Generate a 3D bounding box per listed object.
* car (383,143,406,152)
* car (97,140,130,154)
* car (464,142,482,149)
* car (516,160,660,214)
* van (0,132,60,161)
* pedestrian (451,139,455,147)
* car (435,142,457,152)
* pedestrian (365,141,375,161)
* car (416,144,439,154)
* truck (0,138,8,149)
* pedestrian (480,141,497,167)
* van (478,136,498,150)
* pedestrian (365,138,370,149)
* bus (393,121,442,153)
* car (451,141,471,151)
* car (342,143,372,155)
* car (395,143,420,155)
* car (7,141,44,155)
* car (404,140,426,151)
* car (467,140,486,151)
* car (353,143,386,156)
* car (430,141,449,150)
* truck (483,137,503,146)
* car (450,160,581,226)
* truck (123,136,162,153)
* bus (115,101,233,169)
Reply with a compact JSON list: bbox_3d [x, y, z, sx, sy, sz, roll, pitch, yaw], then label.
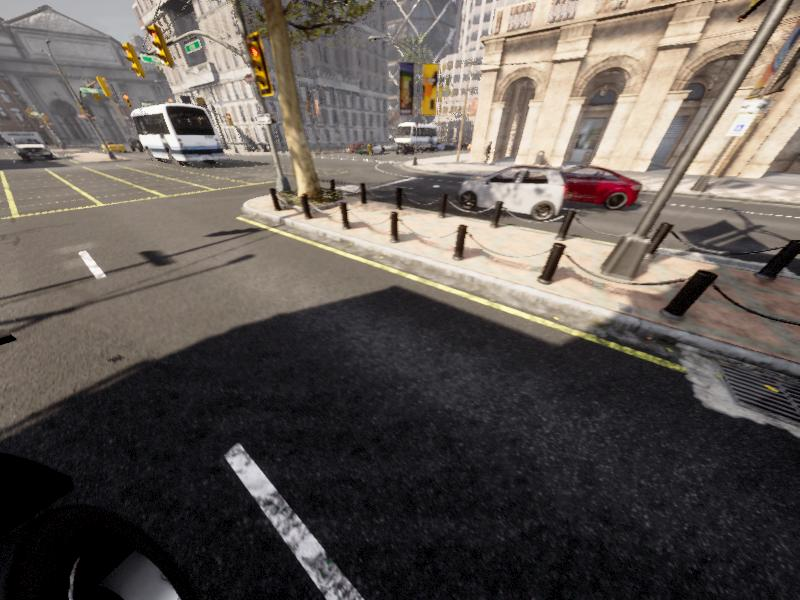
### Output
[{"bbox_3d":[-0.971,-28.673,43.375,1.895,1.301,4.718,22,41,28],"label":"car"},{"bbox_3d":[-43.882,-23.473,35.358,5.366,1.575,1.801,22,41,28],"label":"car"},{"bbox_3d":[17.453,-36.727,54.871,2.033,1.411,5.357,22,41,28],"label":"car"},{"bbox_3d":[7.515,-4.906,9.736,4.181,1.385,1.994,22,41,28],"label":"car"},{"bbox_3d":[-40.305,-16.731,25.110,6.366,2.431,2.351,22,41,28],"label":"van"},{"bbox_3d":[15.065,-44.712,65.709,0.751,1.860,0.751,21,40,27],"label":"pedestrian"},{"bbox_3d":[8.968,-29.789,44.965,2.033,1.411,5.357,22,41,28],"label":"car"},{"bbox_3d":[-3.408,-16.962,26.237,0.751,1.860,0.751,27,43,33],"label":"pedestrian"},{"bbox_3d":[4.859,-26.400,40.211,1.895,1.301,4.718,22,41,28],"label":"car"},{"bbox_3d":[-76.584,-28.136,41.199,6.274,2.098,2.390,-26,43,-32],"label":"truck"},{"bbox_3d":[7.622,-12.639,19.956,0.751,1.860,0.751,-25,42,-31],"label":"pedestrian"},{"bbox_3d":[19.984,-35.747,52.514,1.988,2.561,5.915,22,41,28],"label":"van"},{"bbox_3d":[-6.986,-33.671,49.601,0.751,1.860,0.751,22,41,28],"label":"pedestrian"},{"bbox_3d":[3.309,-29.741,42.371,3.944,4.253,10.273,22,40,28],"label":"bus"},{"bbox_3d":[13.090,-33.276,49.744,2.152,1.651,5.027,23,41,28],"label":"car"},{"bbox_3d":[-6.663,-24.009,36.589,1.812,1.442,4.674,22,41,28],"label":"car"},{"bbox_3d":[1.140,-23.412,35.790,1.816,1.474,4.193,22,41,28],"label":"car"},{"bbox_3d":[-52.461,-21.342,32.319,4.902,1.511,2.128,23,41,28],"label":"car"},{"bbox_3d":[3.169,-32.195,48.078,2.242,1.667,4.611,23,41,28],"label":"car"},{"bbox_3d":[15.869,-32.066,47.907,2.097,1.767,4.553,22,41,28],"label":"car"},{"bbox_3d":[-4.377,-22.391,34.255,2.038,1.542,4.974,21,40,27],"label":"car"},{"bbox_3d":[8.478,-32.954,49.327,2.007,1.525,4.514,22,41,28],"label":"car"},{"bbox_3d":[31.033,-53.166,77.343,5.204,2.467,2.627,22,41,28],"label":"truck"},{"bbox_3d":[3.936,-3.973,8.240,3.633,1.501,1.845,22,41,28],"label":"car"},{"bbox_3d":[-41.791,-25.295,37.509,6.274,2.098,2.390,22,41,28],"label":"truck"},{"bbox_3d":[-20.944,-15.135,21.452,10.273,4.253,3.944,22,41,28],"label":"bus"}]
